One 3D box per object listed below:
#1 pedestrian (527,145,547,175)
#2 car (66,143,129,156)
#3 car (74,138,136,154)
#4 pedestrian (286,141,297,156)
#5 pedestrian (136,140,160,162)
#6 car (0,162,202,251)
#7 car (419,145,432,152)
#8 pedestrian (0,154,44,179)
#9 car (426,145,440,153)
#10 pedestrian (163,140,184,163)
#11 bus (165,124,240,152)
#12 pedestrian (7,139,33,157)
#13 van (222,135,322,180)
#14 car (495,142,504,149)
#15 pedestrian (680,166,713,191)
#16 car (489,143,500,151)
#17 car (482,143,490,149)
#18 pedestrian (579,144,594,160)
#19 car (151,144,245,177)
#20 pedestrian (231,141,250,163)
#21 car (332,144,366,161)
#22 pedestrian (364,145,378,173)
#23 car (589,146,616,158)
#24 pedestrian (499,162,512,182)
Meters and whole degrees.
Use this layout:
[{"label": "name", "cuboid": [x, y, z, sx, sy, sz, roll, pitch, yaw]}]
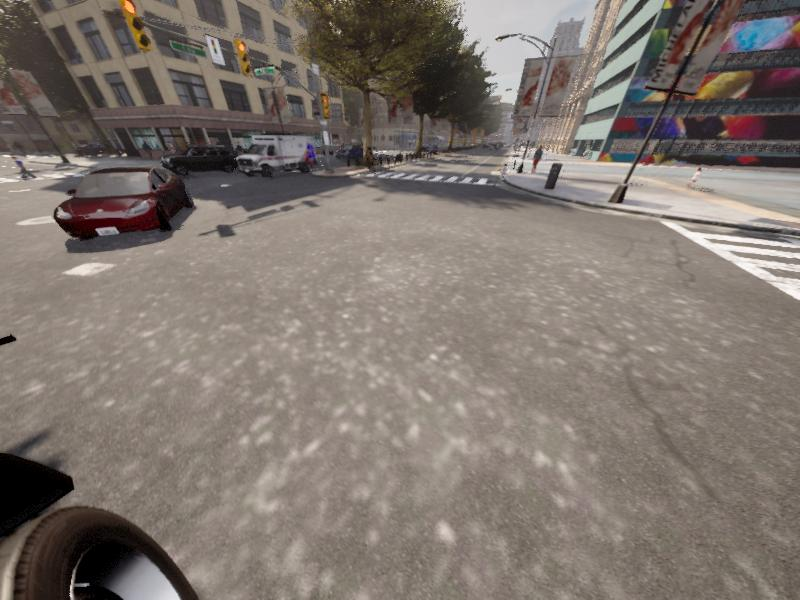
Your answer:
[{"label": "pedestrian", "cuboid": [10.418, -10.664, 17.578, 0.751, 1.860, 0.751, 21, 40, 27]}, {"label": "car", "cuboid": [-45.409, -22.806, 34.914, 2.033, 1.411, 5.357, 14, 37, 18]}, {"label": "car", "cuboid": [-47.665, -25.092, 37.598, 2.150, 2.045, 5.566, 14, 37, 18]}, {"label": "pedestrian", "cuboid": [-15.676, -21.967, 33.454, 0.751, 1.860, 0.751, 11, 36, 15]}, {"label": "pedestrian", "cuboid": [-26.023, -15.441, 23.889, 0.751, 1.860, 0.751, 12, 36, 16]}, {"label": "car", "cuboid": [-8.371, -3.289, 7.301, 2.163, 1.488, 4.792, -15, 38, -22]}, {"label": "car", "cuboid": [6.232, -37.065, 56.356, 1.895, 1.301, 4.718, 14, 37, 18]}, {"label": "pedestrian", "cuboid": [-23.736, -8.399, 14.537, 0.751, 1.300, 0.751, 10, 36, 13]}, {"label": "car", "cuboid": [7.215, -33.224, 50.707, 1.812, 1.442, 4.674, 14, 37, 18]}, {"label": "pedestrian", "cuboid": [-22.458, -14.740, 22.936, 0.751, 1.860, 0.751, -29, 45, -36]}, {"label": "bus", "cuboid": [-39.213, -32.630, 46.659, 3.944, 4.253, 10.273, 13, 37, 18]}, {"label": "pedestrian", "cuboid": [-48.343, -19.324, 29.400, 0.751, 1.860, 0.751, 12, 36, 16]}, {"label": "van", "cuboid": [-9.046, -10.885, 17.403, 2.351, 2.431, 6.366, 12, 36, 16]}, {"label": "car", "cuboid": [35.497, -55.313, 82.455, 2.150, 2.045, 5.566, 14, 37, 18]}, {"label": "pedestrian", "cuboid": [15.599, -6.402, 12.186, 0.500, 1.100, 0.500, 18, 38, 24]}, {"label": "car", "cuboid": [25.862, -41.913, 63.140, 1.932, 1.855, 4.605, 14, 37, 18]}, {"label": "car", "cuboid": [28.007, -49.993, 75.142, 1.837, 1.490, 4.892, 14, 37, 18]}, {"label": "pedestrian", "cuboid": [26.626, -21.161, 32.958, 0.751, 1.860, 0.751, 4, 35, 5]}, {"label": "car", "cuboid": [-14.734, -10.432, 17.148, 1.932, 1.855, 4.605, 29, 43, 33]}, {"label": "pedestrian", "cuboid": [-16.098, -14.968, 23.363, 0.751, 1.860, 0.751, 2, 35, 2]}, {"label": "car", "cuboid": [-6.551, -19.581, 30.527, 2.097, 1.767, 4.553, 14, 37, 18]}, {"label": "pedestrian", "cuboid": [-2.325, -11.328, 18.602, 0.751, 1.860, 0.751, 25, 41, 30]}, {"label": "car", "cuboid": [35.365, -25.936, 40.451, 2.161, 1.482, 4.786, 13, 37, 18]}, {"label": "pedestrian", "cuboid": [6.951, -8.444, 15.252, 0.500, 1.100, 0.500, 9, 36, 12]}]
